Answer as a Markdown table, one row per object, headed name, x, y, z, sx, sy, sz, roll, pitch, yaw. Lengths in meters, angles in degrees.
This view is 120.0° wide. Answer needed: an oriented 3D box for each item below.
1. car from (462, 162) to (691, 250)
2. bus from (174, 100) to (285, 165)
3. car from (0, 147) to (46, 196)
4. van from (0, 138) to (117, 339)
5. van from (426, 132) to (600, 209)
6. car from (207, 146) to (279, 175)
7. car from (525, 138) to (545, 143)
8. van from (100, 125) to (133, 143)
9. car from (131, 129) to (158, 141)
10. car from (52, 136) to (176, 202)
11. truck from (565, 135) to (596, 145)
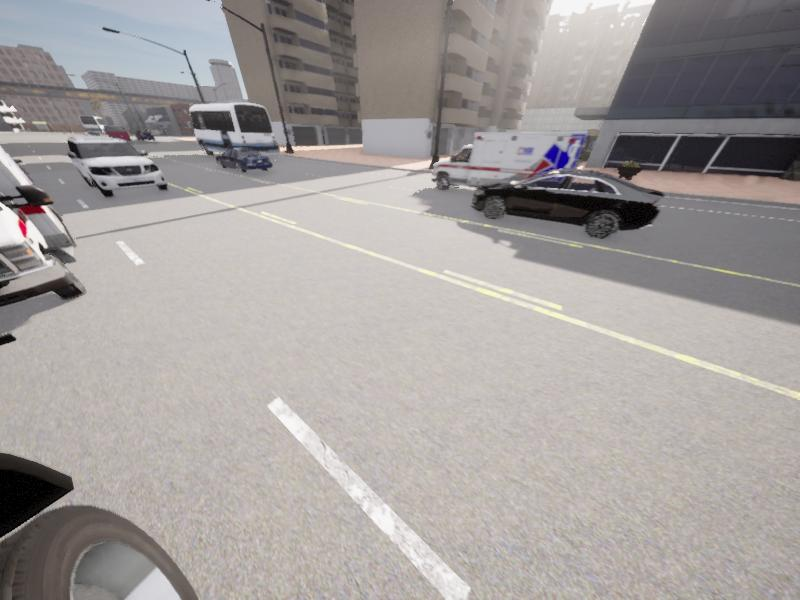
| name | x | y | z | sx | sy | sz | roll | pitch | yaw |
| --- | --- | --- | --- | --- | --- | --- | --- | --- | --- |
| car | 4.791 | -3.207 | 7.185 | 4.902 | 1.511 | 2.128 | 23 | 41 | 29 |
| bus | -16.406 | -16.192 | 22.337 | 10.273 | 4.253 | 3.944 | 25 | 42 | 28 |
| car | -18.564 | -5.883 | 10.437 | 4.902 | 1.511 | 2.128 | 24 | 42 | 28 |
| van | -7.982 | -1.561 | 3.918 | 6.366 | 2.431 | 2.351 | 24 | 41 | 29 |
| van | 4.622 | -6.164 | 10.580 | 6.366 | 2.431 | 2.351 | 23 | 41 | 29 |
| car | -11.555 | -10.330 | 16.941 | 5.357 | 1.411 | 2.033 | 24 | 42 | 28 |
| car | 40.598 | -48.010 | 69.508 | 4.718 | 1.301 | 1.895 | 25 | 42 | 30 |
| van | -42.364 | -24.855 | 34.554 | 4.442 | 1.987 | 1.775 | 25 | 42 | 28 |
| car | -42.210 | -27.164 | 38.111 | 3.633 | 1.501 | 1.845 | 24 | 42 | 28 |
| car | -13.239 | -6.263 | 10.693 | 5.566 | 2.045 | 2.150 | 24 | 41 | 28 |
| truck | 51.535 | -45.790 | 66.046 | 6.274 | 2.098 | 2.390 | 25 | 42 | 30 |
